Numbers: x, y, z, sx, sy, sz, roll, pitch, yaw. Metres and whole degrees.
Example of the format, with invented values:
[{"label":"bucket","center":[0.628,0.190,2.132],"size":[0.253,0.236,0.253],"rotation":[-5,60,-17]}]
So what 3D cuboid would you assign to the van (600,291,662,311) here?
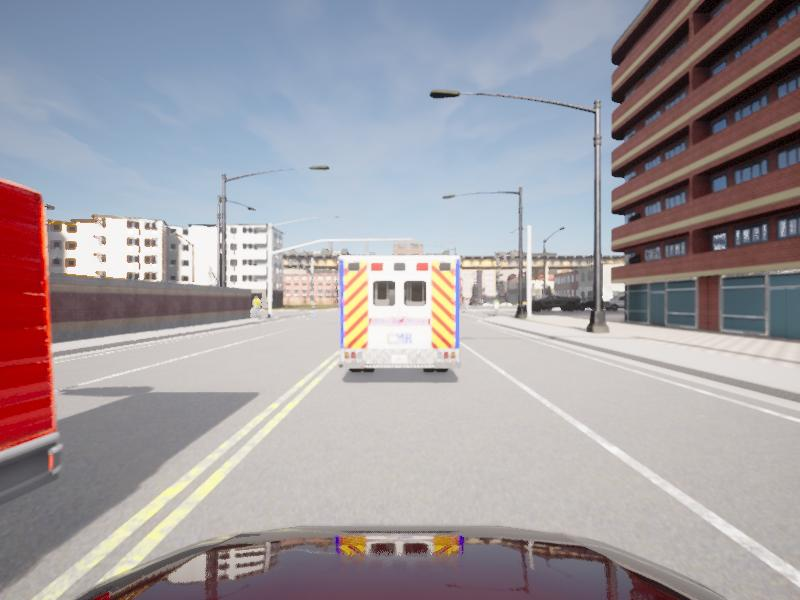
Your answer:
[{"label":"van","center":[28.902,0.126,50.201],"size":[6.366,2.431,2.351],"rotation":[-1,0,1]}]

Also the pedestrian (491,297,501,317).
[{"label":"pedestrian","center":[9.137,0.624,38.015],"size":[0.751,1.860,0.751],"rotation":[0,0,-3]}]

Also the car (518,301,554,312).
[{"label":"car","center":[18.267,0.822,53.905],"size":[4.181,1.385,1.994],"rotation":[-1,0,1]}]

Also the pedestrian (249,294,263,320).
[{"label":"pedestrian","center":[-10.589,0.518,29.470],"size":[0.751,1.860,0.751],"rotation":[0,0,6]}]

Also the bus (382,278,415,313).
[{"label":"bus","center":[-0.183,-0.508,53.051],"size":[3.944,4.253,10.273],"rotation":[0,0,0]}]

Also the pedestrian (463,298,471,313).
[{"label":"pedestrian","center":[8.293,0.636,49.783],"size":[0.751,1.860,0.751],"rotation":[0,0,-19]}]

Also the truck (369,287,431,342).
[{"label":"truck","center":[-0.018,0.562,18.566],"size":[2.390,2.098,6.274],"rotation":[0,0,0]}]

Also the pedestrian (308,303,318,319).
[{"label":"pedestrian","center":[-7.436,0.951,34.139],"size":[0.751,1.300,0.751],"rotation":[0,0,-15]}]

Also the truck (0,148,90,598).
[{"label":"truck","center":[-3.508,0.370,0.212],"size":[2.627,2.467,5.204],"rotation":[0,-1,0]}]

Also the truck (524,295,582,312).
[{"label":"truck","center":[19.173,0.438,50.388],"size":[6.274,2.098,2.390],"rotation":[-1,0,1]}]

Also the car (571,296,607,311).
[{"label":"car","center":[25.378,0.458,53.768],"size":[3.866,1.878,1.905],"rotation":[-1,0,1]}]

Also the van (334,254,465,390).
[{"label":"van","center":[-0.010,0.389,10.327],"size":[2.351,2.431,6.366],"rotation":[0,0,0]}]
